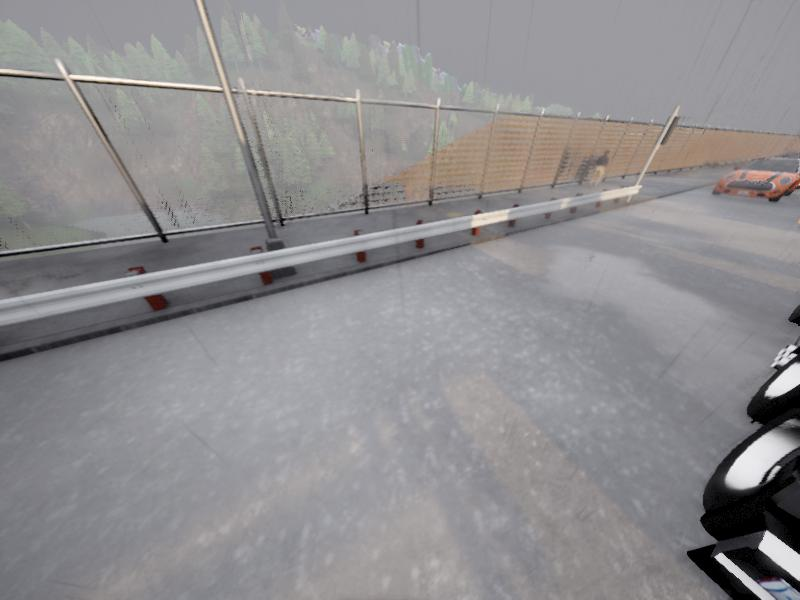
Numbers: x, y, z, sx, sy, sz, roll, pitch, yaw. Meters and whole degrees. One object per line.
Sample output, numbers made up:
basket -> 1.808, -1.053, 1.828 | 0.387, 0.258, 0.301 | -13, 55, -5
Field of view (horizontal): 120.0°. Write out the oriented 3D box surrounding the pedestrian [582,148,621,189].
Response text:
pedestrian -> 10.751, -7.042, 12.386 | 0.751, 1.860, 0.751 | -20, 40, -27

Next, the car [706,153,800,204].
car -> 18.052, -6.120, 11.413 | 4.553, 1.767, 2.097 | -18, 39, -24

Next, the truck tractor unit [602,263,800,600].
truck tractor unit -> 5.111, -0.299, 0.788 | 6.516, 4.208, 3.053 | -18, 39, -24

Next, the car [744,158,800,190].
car -> 24.387, -8.029, 14.591 | 4.181, 1.385, 1.994 | -18, 39, -25
